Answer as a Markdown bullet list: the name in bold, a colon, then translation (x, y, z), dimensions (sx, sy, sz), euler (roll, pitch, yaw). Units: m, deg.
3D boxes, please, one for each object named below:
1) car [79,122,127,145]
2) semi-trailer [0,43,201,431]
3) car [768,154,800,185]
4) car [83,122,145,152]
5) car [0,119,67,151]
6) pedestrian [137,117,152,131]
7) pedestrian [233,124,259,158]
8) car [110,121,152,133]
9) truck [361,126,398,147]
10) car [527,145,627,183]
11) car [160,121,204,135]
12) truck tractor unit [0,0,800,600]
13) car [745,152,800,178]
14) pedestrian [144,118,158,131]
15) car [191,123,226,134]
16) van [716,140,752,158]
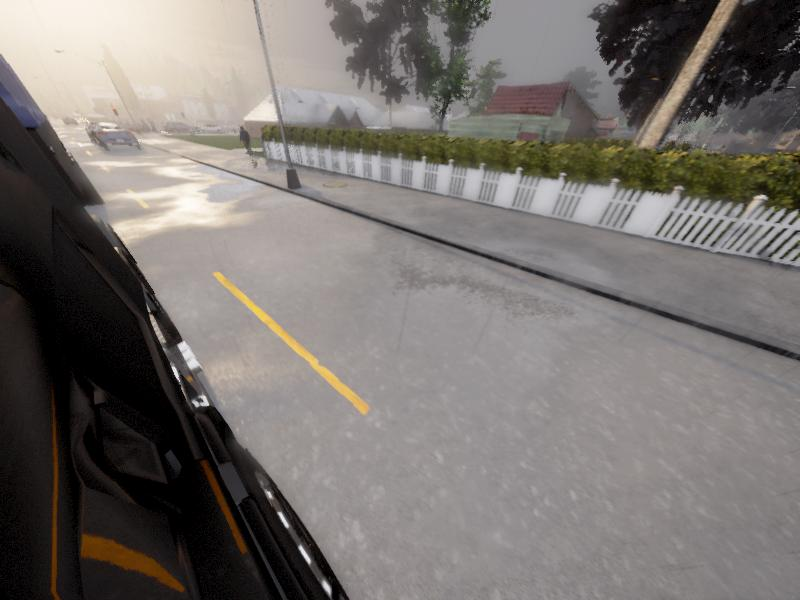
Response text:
- **car**: translation (-28.621, -16.095, 22.249), dimensions (4.974, 1.542, 2.038), euler (28, 44, 30)
- **semi-trailer**: translation (-8.697, -3.595, 4.246), dimensions (14.254, 4.402, 2.717), euler (28, 44, 30)
- **car**: translation (30.201, -9.460, 16.827), dimensions (2.152, 1.651, 5.027), euler (28, 44, 30)
- **car**: translation (-22.885, -13.089, 18.483), dimensions (5.027, 1.651, 2.152), euler (28, 44, 30)
- **car**: translation (-27.156, -12.256, 17.066), dimensions (4.611, 1.667, 2.242), euler (28, 44, 30)
- **pedestrian**: translation (-43.777, -30.094, 39.616), dimensions (0.751, 1.860, 0.751), euler (6, 37, 5)
- **pedestrian**: translation (-10.677, -11.032, 16.046), dimensions (0.751, 1.860, 0.751), euler (28, 44, 30)
- **car**: translation (-43.678, -28.121, 37.627), dimensions (4.181, 1.385, 1.994), euler (-25, 45, -32)
- **truck**: translation (-2.500, -20.519, 29.028), dimensions (2.069, 2.038, 4.478), euler (28, 44, 30)
- **car**: translation (10.117, -7.998, 13.418), dimensions (4.181, 1.381, 1.994), euler (28, 44, 30)
- **car**: translation (-36.609, -28.897, 38.880), dimensions (2.033, 1.649, 4.856), euler (29, 44, 31)
- **truck tractor unit**: translation (-2.645, -0.295, 0.352), dimensions (6.516, 4.208, 3.053), euler (28, 44, 30)
- **car**: translation (34.807, -12.596, 21.355), dimensions (1.801, 1.575, 5.366), euler (28, 44, 30)
- **pedestrian**: translation (-43.430, -30.595, 40.309), dimensions (0.751, 1.860, 0.751), euler (25, 42, 27)
- **car**: translation (-36.463, -32.662, 44.032), dimensions (2.007, 1.525, 4.514), euler (28, 43, 30)
- **van**: translation (63.154, -28.653, 43.801), dimensions (1.988, 2.561, 5.915), euler (28, 44, 30)
